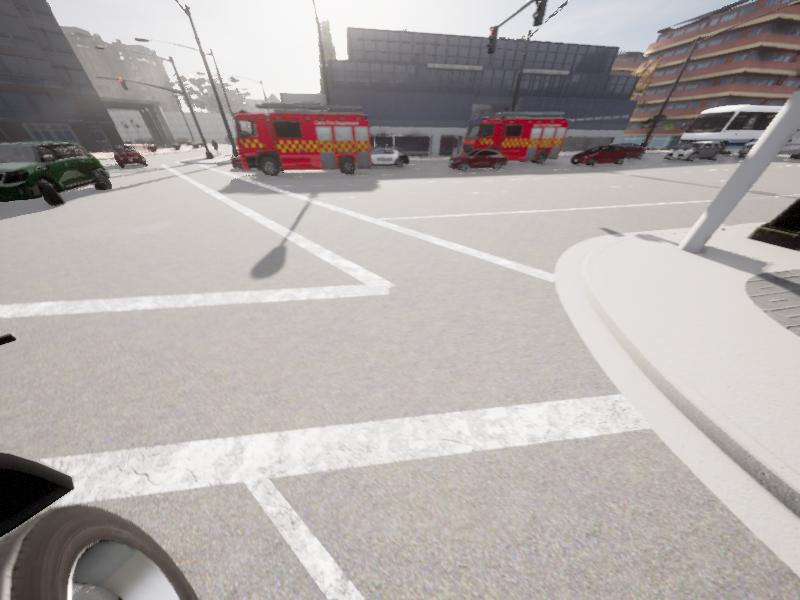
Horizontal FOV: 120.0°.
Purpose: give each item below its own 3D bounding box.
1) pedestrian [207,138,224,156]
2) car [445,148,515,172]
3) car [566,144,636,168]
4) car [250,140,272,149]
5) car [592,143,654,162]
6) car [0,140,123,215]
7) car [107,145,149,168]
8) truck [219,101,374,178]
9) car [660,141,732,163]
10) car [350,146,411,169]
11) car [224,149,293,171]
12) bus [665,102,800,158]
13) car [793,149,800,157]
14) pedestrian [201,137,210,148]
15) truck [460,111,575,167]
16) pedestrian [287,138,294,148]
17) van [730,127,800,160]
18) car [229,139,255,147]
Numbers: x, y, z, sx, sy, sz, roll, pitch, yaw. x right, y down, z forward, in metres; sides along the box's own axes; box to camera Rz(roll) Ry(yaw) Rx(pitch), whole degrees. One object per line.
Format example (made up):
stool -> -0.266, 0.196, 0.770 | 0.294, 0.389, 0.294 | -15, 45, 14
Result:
pedestrian -> -22.546, -18.684, 28.246 | 0.751, 1.860, 0.751 | -4, 35, -7
car -> 6.209, -11.104, 18.273 | 4.674, 1.442, 1.812 | -6, 36, -8
car -> 17.022, -12.320, 19.712 | 4.193, 1.474, 1.816 | -7, 36, -7
car -> -29.833, -33.457, 49.746 | 1.837, 1.490, 4.892 | 1, 35, 1
car -> 22.373, -14.968, 23.329 | 4.181, 1.385, 1.994 | -7, 36, -7
car -> -14.684, -5.180, 9.315 | 2.150, 2.045, 5.566 | -15, 38, -18
car -> -24.191, -12.886, 20.649 | 1.816, 1.474, 4.193 | -29, 45, -34
truck -> -6.223, -10.825, 15.833 | 8.468, 3.827, 2.891 | -5, 36, -8
car -> 26.720, -13.457, 20.963 | 3.806, 1.475, 1.970 | -7, 36, -7
car -> -1.743, -12.391, 20.047 | 4.974, 1.542, 2.038 | -6, 35, -8
car -> -11.272, -11.396, 18.747 | 4.181, 1.385, 1.994 | -5, 36, -8
bus -> 35.463, -17.520, 24.146 | 10.273, 4.253, 3.944 | -6, 36, -8
car -> 43.659, -15.306, 23.464 | 4.674, 1.442, 1.812 | -7, 36, -10
pedestrian -> -39.089, -31.624, 46.417 | 0.751, 1.860, 0.751 | -18, 39, -24
truck -> 10.283, -14.584, 21.044 | 8.468, 3.827, 2.891 | -6, 36, -8
pedestrian -> -24.603, -35.293, 51.798 | 0.751, 1.860, 0.751 | 15, 38, 19
van -> 36.503, -14.908, 22.014 | 6.366, 2.431, 2.351 | -6, 36, -8
car -> -41.325, -41.020, 60.475 | 5.027, 1.651, 2.152 | 8, 36, 10
